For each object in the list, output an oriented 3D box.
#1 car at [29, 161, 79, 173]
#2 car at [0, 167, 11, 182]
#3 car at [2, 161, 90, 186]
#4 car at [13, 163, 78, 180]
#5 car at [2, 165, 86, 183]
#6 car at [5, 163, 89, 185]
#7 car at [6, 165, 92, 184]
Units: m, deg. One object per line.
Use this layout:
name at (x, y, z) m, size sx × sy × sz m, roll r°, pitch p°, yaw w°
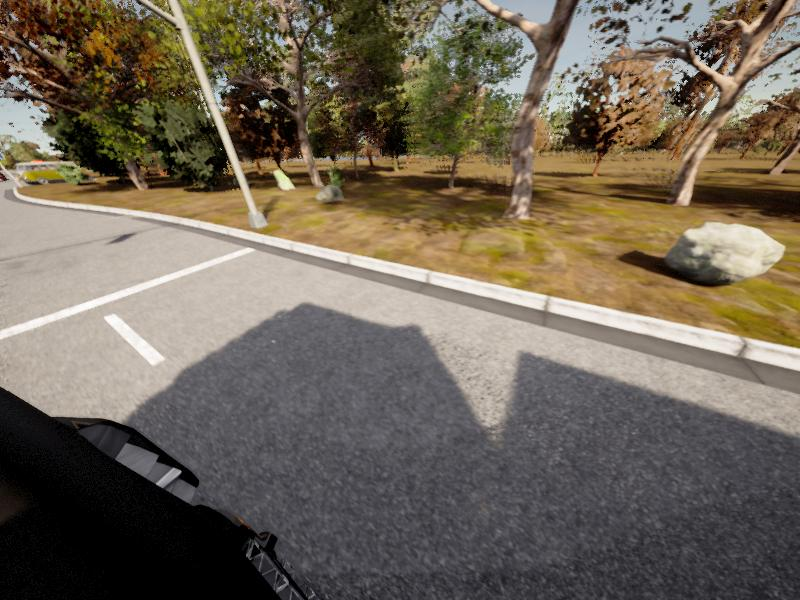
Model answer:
car at (-77.162, -29.777, 51.688) m, size 2.435 × 2.045 × 5.566 m, roll 10°, pitch 35°, yaw 18°
car at (-56.221, -17.300, 31.906) m, size 3.988 × 1.617 × 1.851 m, roll 22°, pitch 41°, yaw 32°
car at (-37.663, -13.643, 24.829) m, size 1.878 × 1.987 × 4.442 m, roll 8°, pitch 34°, yaw 14°
car at (-51.931, -19.004, 34.028) m, size 2.185 × 1.767 × 4.553 m, roll 8°, pitch 34°, yaw 16°
car at (-44.865, -16.083, 29.382) m, size 1.946 × 1.575 × 5.366 m, roll 8°, pitch 34°, yaw 15°
car at (-40.049, -14.483, 26.435) m, size 2.185 × 1.767 × 4.553 m, roll 7°, pitch 34°, yaw 14°
car at (-42.380, -15.384, 28.172) m, size 1.946 × 1.575 × 5.366 m, roll 8°, pitch 34°, yaw 15°
